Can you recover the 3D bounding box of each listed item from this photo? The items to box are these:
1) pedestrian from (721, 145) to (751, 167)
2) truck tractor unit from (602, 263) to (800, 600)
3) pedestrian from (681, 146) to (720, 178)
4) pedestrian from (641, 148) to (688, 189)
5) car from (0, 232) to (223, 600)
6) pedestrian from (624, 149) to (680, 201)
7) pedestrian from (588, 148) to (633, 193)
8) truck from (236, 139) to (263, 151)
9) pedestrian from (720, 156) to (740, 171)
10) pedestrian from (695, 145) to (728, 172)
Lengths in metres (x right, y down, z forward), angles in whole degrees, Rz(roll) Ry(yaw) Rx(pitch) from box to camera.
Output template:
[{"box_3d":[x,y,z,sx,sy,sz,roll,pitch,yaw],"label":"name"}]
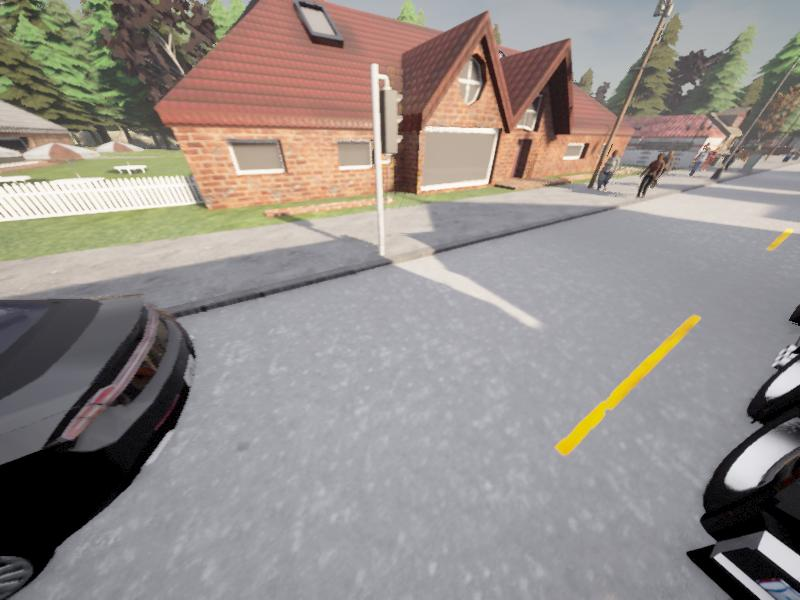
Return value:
[{"box_3d":[33.779,-14.508,23.268,0.751,1.860,0.751,-14,37,-20],"label":"pedestrian"},{"box_3d":[5.107,-0.306,0.784,6.516,4.208,3.053,-18,39,-24],"label":"truck tractor unit"},{"box_3d":[21.031,-9.657,16.194,0.751,1.860,0.751,-18,39,-24],"label":"pedestrian"},{"box_3d":[14.212,-7.097,12.460,0.751,1.860,0.751,-19,39,-25],"label":"pedestrian"},{"box_3d":[-4.031,1.148,0.995,4.902,1.511,2.128,-18,39,-24],"label":"car"},{"box_3d":[10.720,-5.325,9.885,0.751,1.860,0.751,-21,40,-27],"label":"pedestrian"},{"box_3d":[10.368,-6.411,11.442,0.751,1.860,0.751,-14,37,-20],"label":"pedestrian"},{"box_3d":[-38.133,-39.523,58.694,5.204,2.467,2.627,-18,39,-24],"label":"truck"},{"box_3d":[28.983,-12.002,20.293,0.500,1.100,0.500,-17,39,-24],"label":"pedestrian"},{"box_3d":[26.182,-11.884,19.436,0.751,1.860,0.751,-18,39,-25],"label":"pedestrian"}]
